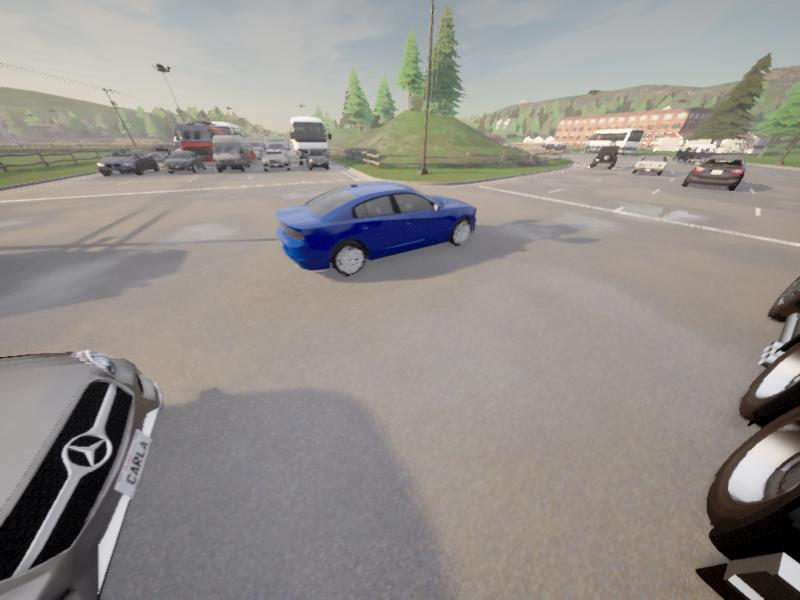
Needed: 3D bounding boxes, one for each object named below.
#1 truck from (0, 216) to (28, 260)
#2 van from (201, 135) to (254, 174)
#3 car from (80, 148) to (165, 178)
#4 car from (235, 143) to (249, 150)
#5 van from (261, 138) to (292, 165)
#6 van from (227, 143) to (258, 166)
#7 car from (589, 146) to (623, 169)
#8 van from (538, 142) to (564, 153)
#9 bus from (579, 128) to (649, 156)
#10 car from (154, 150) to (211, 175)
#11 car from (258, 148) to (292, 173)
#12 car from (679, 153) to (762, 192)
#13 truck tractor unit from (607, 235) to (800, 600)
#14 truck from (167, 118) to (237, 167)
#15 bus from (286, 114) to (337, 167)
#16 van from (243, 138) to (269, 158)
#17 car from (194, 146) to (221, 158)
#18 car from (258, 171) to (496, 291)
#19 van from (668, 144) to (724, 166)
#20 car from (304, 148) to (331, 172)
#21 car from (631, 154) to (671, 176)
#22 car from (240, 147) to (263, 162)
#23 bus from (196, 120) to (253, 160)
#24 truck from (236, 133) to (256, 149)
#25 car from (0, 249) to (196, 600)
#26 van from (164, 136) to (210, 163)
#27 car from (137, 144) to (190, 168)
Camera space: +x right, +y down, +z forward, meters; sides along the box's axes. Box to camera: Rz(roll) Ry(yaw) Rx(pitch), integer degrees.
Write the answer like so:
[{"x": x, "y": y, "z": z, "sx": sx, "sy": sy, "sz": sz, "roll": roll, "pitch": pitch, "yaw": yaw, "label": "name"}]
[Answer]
[{"x": -11.291, "y": -1.063, "z": 3.312, "sx": 5.204, "sy": 2.467, "sz": 2.627, "roll": -17, "pitch": 38, "yaw": -23, "label": "truck"}, {"x": -14.761, "y": -12.835, "z": 20.245, "sx": 1.988, "sy": 2.561, "sz": 5.915, "roll": -12, "pitch": 37, "yaw": -18, "label": "van"}, {"x": -21.052, "y": -10.725, "z": 17.907, "sx": 2.242, "sy": 1.667, "sz": 4.611, "roll": -13, "pitch": 37, "yaw": -18, "label": "car"}, {"x": -42.334, "y": -41.363, "z": 62.099, "sx": 2.038, "sy": 1.542, "sz": 4.974, "roll": -12, "pitch": 37, "yaw": -18, "label": "car"}, {"x": -14.386, "y": -17.660, "z": 27.322, "sx": 2.351, "sy": 2.431, "sz": 6.366, "roll": -12, "pitch": 37, "yaw": -18, "label": "van"}, {"x": -17.313, "y": -16.287, "z": 25.701, "sx": 1.775, "sy": 1.987, "sz": 4.442, "roll": -12, "pitch": 37, "yaw": -18, "label": "van"}, {"x": 21.677, "y": -15.042, "z": 24.301, "sx": 1.905, "sy": 1.878, "sz": 3.866, "roll": 25, "pitch": 41, "yaw": 30, "label": "car"}, {"x": 35.322, "y": -35.680, "z": 54.118, "sx": 2.069, "sy": 2.038, "sz": 4.480, "roll": -8, "pitch": 36, "yaw": -15, "label": "van"}, {"x": 43.744, "y": -32.789, "z": 48.058, "sx": 3.944, "sy": 4.253, "sz": 10.273, "roll": -1, "pitch": 35, "yaw": -6, "label": "bus"}, {"x": -18.006, "y": -11.670, "z": 19.452, "sx": 1.837, "sy": 1.490, "sz": 4.892, "roll": -12, "pitch": 37, "yaw": -18, "label": "car"}, {"x": -11.360, "y": -12.968, "z": 21.271, "sx": 2.152, "sy": 1.651, "sz": 5.027, "roll": -12, "pitch": 37, "yaw": -18, "label": "car"}, {"x": 19.907, "y": -8.149, "z": 14.515, "sx": 4.611, "sy": 1.667, "sz": 2.242, "roll": -27, "pitch": 43, "yaw": -33, "label": "car"}, {"x": 5.063, "y": -0.343, "z": 0.855, "sx": 6.516, "sy": 4.208, "sz": 3.053, "roll": -20, "pitch": 40, "yaw": -27, "label": "truck tractor unit"}, {"x": -21.327, "y": -17.416, "z": 25.685, "sx": 2.891, "sy": 3.827, "sz": 8.468, "roll": -12, "pitch": 37, "yaw": -18, "label": "truck"}, {"x": -10.466, "y": -18.364, "z": 26.769, "sx": 3.944, "sy": 4.253, "sz": 10.273, "roll": -12, "pitch": 37, "yaw": -18, "label": "bus"}, {"x": -22.590, "y": -24.071, "z": 36.524, "sx": 2.351, "sy": 2.431, "sz": 6.366, "roll": -12, "pitch": 37, "yaw": -18, "label": "van"}, {"x": -29.531, "y": -22.816, "z": 35.584, "sx": 1.994, "sy": 1.385, "sz": 4.181, "roll": -13, "pitch": 37, "yaw": -18, "label": "car"}, {"x": -0.277, "y": -2.013, "z": 5.597, "sx": 5.008, "sy": 1.535, "sz": 1.882, "roll": -20, "pitch": 40, "yaw": -26, "label": "car"}, {"x": 36.949, "y": -18.336, "z": 29.057, "sx": 2.069, "sy": 2.038, "sz": 4.480, "roll": 14, "pitch": 37, "yaw": 16, "label": "van"}, {"x": -7.810, "y": -13.248, "z": 21.719, "sx": 1.851, "sy": 1.617, "sz": 3.988, "roll": -12, "pitch": 37, "yaw": -18, "label": "car"}, {"x": 22.320, "y": -12.083, "z": 20.551, "sx": 1.895, "sy": 1.301, "sz": 4.718, "roll": 28, "pitch": 43, "yaw": 34, "label": "car"}, {"x": -19.697, "y": -19.504, "z": 30.809, "sx": 1.812, "sy": 1.442, "sz": 4.674, "roll": -13, "pitch": 37, "yaw": -18, "label": "car"}, {"x": -25.511, "y": -23.817, "z": 34.530, "sx": 3.944, "sy": 4.253, "sz": 10.273, "roll": -12, "pitch": 37, "yaw": -18, "label": "bus"}, {"x": -46.202, "y": -47.859, "z": 69.490, "sx": 2.891, "sy": 3.827, "sz": 8.468, "roll": -12, "pitch": 37, "yaw": -18, "label": "truck"}, {"x": -3.954, "y": 1.543, "z": 0.352, "sx": 5.027, "sy": 1.651, "sz": 2.152, "roll": -18, "pitch": 39, "yaw": -24, "label": "car"}, {"x": -26.613, "y": -19.090, "z": 29.193, "sx": 1.988, "sy": 2.561, "sz": 5.915, "roll": -12, "pitch": 37, "yaw": -18, "label": "van"}, {"x": -23.784, "y": -14.745, "z": 23.514, "sx": 1.932, "sy": 1.855, "sz": 4.605, "roll": -12, "pitch": 37, "yaw": -18, "label": "car"}]
